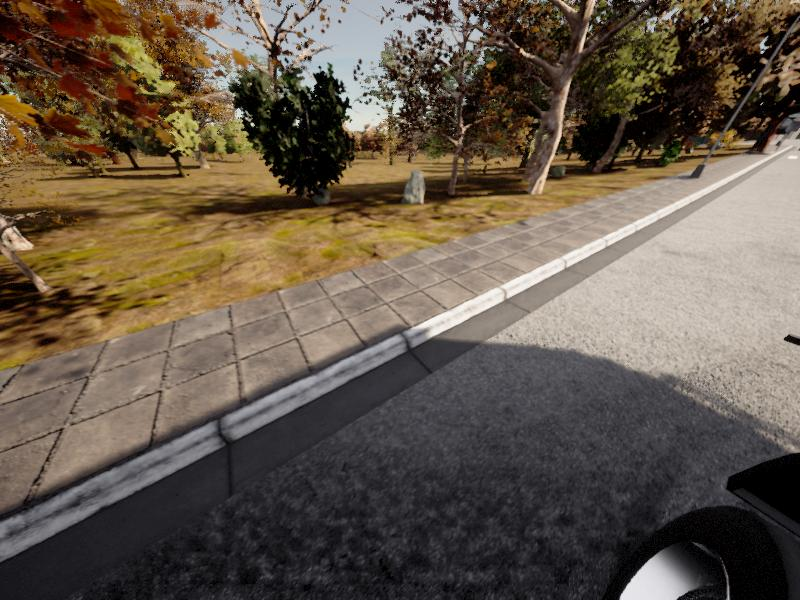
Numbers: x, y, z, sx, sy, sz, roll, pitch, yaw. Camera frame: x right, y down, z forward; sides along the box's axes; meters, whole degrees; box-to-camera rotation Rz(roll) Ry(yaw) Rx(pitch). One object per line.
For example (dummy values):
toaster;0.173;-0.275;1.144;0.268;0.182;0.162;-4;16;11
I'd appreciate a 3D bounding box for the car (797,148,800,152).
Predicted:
car;51.891;-19.330;28.698;4.181;1.385;1.994;-22;41;-27
